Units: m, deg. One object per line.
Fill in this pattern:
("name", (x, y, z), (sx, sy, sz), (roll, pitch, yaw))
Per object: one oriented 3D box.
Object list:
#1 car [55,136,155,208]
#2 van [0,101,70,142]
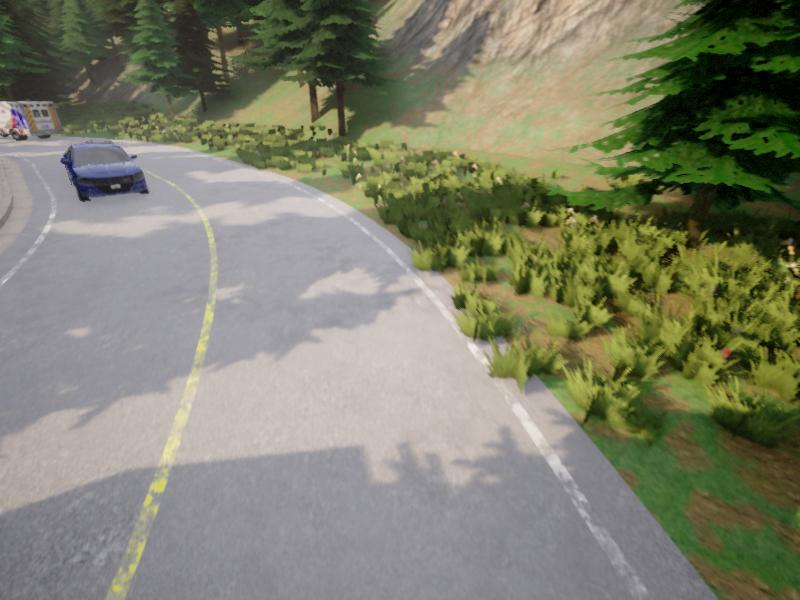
("car", (-10.176, -4.555, 13.673), (1.882, 1.535, 5.008), (-20, 34, -35))
("van", (-27.613, -12.786, 28.505), (6.366, 2.431, 2.351), (7, 28, 13))
